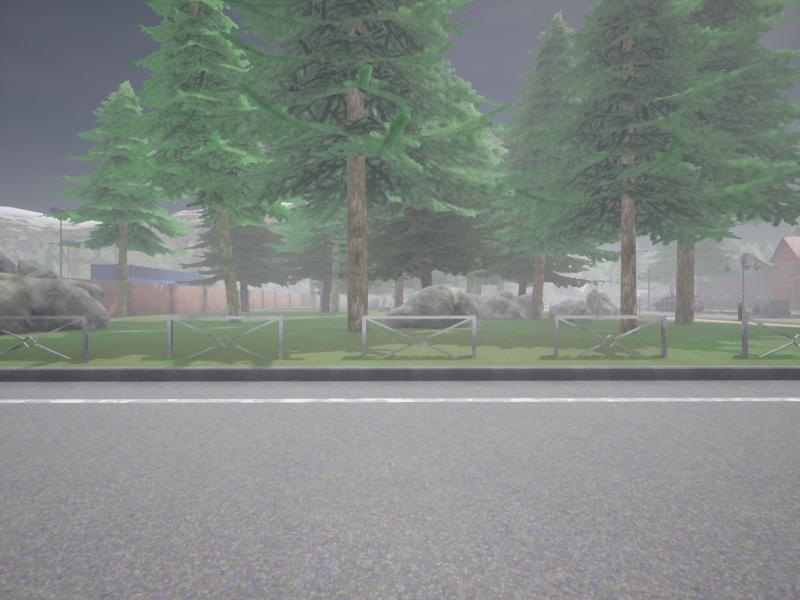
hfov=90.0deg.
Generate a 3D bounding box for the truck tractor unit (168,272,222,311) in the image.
[{"bbox_3d":[-23.994,-0.927,47.237,3.053,4.208,6.516,0,0,-1],"label":"truck tractor unit"}]

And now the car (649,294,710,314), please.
[{"bbox_3d":[24.100,0.340,34.794,2.033,1.649,4.856,0,0,2],"label":"car"}]

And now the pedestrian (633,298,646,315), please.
[{"bbox_3d":[15.630,0.432,26.109,0.500,1.100,0.500,0,0,-8],"label":"pedestrian"}]

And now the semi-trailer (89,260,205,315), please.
[{"bbox_3d":[-23.820,-1.024,39.322,2.717,4.402,14.254,0,0,-1],"label":"semi-trailer"}]
